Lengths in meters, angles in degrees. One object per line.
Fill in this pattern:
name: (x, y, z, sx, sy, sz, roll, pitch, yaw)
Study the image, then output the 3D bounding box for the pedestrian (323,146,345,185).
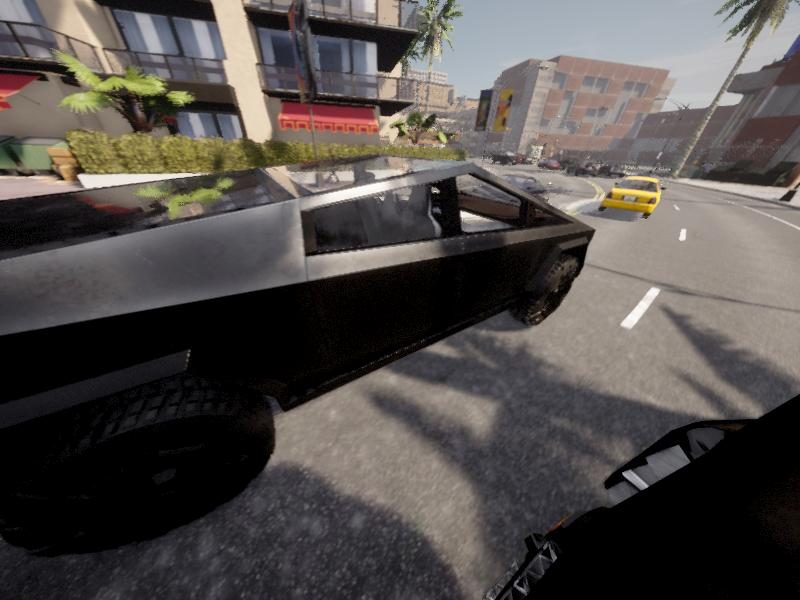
pedestrian: (-3.753, -7.704, 13.250, 0.751, 1.860, 0.751, -22, 41, -32)

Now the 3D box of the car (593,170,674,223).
car: (11.131, -5.100, 10.955, 1.801, 1.575, 5.366, 30, 42, 34)

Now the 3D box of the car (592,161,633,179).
car: (26.276, -16.272, 28.778, 1.851, 1.617, 3.988, 9, 34, 10)

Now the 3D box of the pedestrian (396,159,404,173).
pedestrian: (0.022, -12.013, 20.713, 0.500, 1.100, 0.500, -15, 37, -24)

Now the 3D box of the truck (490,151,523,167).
truck: (19.749, -26.469, 43.193, 2.390, 2.098, 6.274, -3, 34, -9)

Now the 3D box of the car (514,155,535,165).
car: (25.795, -29.059, 48.002, 1.789, 1.549, 3.705, -3, 34, -9)

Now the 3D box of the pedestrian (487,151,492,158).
pedestrian: (26.924, -43.912, 69.800, 0.751, 1.860, 0.751, -8, 35, -16)

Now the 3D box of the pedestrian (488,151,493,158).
pedestrian: (27.422, -44.159, 70.206, 0.751, 1.860, 0.751, -9, 35, -16)

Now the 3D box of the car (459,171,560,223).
car: (4.723, -4.547, 9.865, 4.181, 1.385, 1.994, -25, 42, -34)

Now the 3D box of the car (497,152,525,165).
car: (22.435, -28.890, 47.068, 2.150, 2.045, 5.566, -4, 34, -9)

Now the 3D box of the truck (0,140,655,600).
truck: (-0.281, -0.453, 2.703, 6.274, 2.098, 2.390, -18, 39, -28)

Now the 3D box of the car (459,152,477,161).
car: (16.678, -35.366, 56.759, 1.930, 1.638, 5.238, -4, 34, -10)

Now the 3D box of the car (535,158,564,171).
car: (23.882, -21.786, 37.110, 1.994, 1.385, 4.181, 3, 34, 0)

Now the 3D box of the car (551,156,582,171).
car: (27.279, -22.522, 37.984, 1.905, 1.878, 3.866, 1, 34, -2)

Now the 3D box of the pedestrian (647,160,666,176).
pedestrian: (34.751, -17.928, 31.313, 0.751, 1.860, 0.751, -1, 34, -6)

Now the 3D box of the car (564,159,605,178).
car: (22.683, -16.432, 28.708, 2.242, 1.667, 4.611, 10, 34, 11)
